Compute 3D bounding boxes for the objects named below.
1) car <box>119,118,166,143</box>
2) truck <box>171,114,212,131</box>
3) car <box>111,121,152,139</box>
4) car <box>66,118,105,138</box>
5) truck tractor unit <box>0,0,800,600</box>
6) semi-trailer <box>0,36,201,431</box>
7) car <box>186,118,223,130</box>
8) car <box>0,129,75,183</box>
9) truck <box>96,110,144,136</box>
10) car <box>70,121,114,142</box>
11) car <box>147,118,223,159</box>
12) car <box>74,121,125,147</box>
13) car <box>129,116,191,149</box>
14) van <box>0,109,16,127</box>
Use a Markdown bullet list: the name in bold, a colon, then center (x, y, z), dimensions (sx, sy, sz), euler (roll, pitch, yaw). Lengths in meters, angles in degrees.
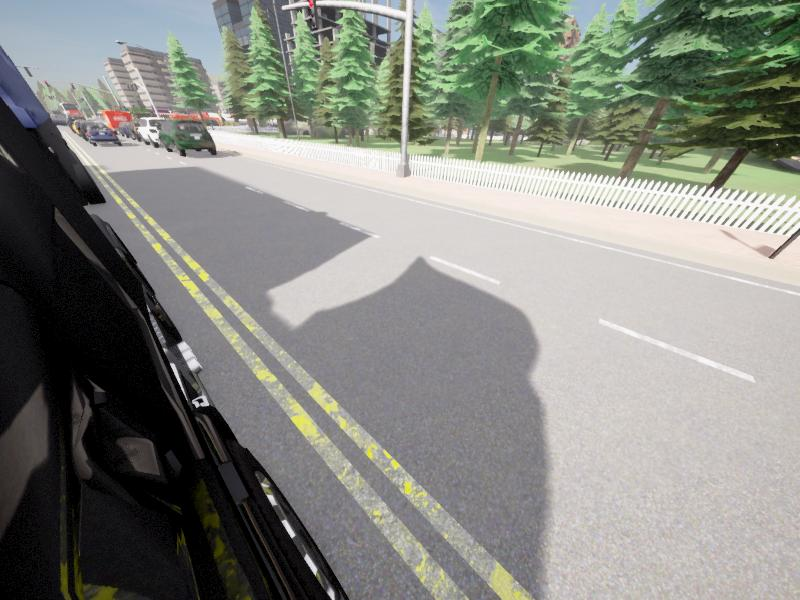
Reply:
- **car**: center (-26.499, -17.489, 23.765), dimensions (4.605, 1.855, 1.932), euler (28, 44, 30)
- **truck**: center (-42.391, -36.060, 47.071), dimensions (2.627, 2.467, 5.204), euler (27, 43, 29)
- **car**: center (-31.512, -19.993, 27.124), dimensions (4.792, 1.488, 2.163), euler (28, 44, 30)
- **car**: center (-35.186, -19.253, 25.822), dimensions (5.366, 1.575, 1.801), euler (28, 44, 30)
- **truck tractor unit**: center (-2.645, -0.295, 0.351), dimensions (6.516, 4.208, 3.053), euler (28, 44, 30)
- **semi-trailer**: center (-8.660, -3.634, 4.261), dimensions (14.254, 4.402, 2.717), euler (29, 44, 30)
- **car**: center (-43.668, -39.394, 51.801), dimensions (2.150, 2.045, 5.566), euler (27, 43, 29)
- **car**: center (-15.557, -6.033, 9.507), dimensions (3.806, 1.475, 1.970), euler (28, 44, 30)
- **truck**: center (-36.382, -22.989, 29.993), dimensions (5.204, 2.467, 2.627), euler (28, 44, 30)
- **car**: center (-29.836, -16.363, 22.387), dimensions (4.193, 1.474, 1.816), euler (28, 44, 30)
- **car**: center (-15.337, -11.624, 16.495), dimensions (5.566, 2.045, 2.150), euler (28, 44, 29)
- **car**: center (-24.989, -13.819, 19.229), dimensions (3.705, 1.549, 1.789), euler (28, 44, 30)
- **car**: center (-20.938, -14.600, 20.116), dimensions (5.566, 2.045, 2.150), euler (28, 44, 30)
- **van**: center (-59.042, -26.662, 33.833), dimensions (4.480, 2.038, 2.069), euler (28, 44, 30)
